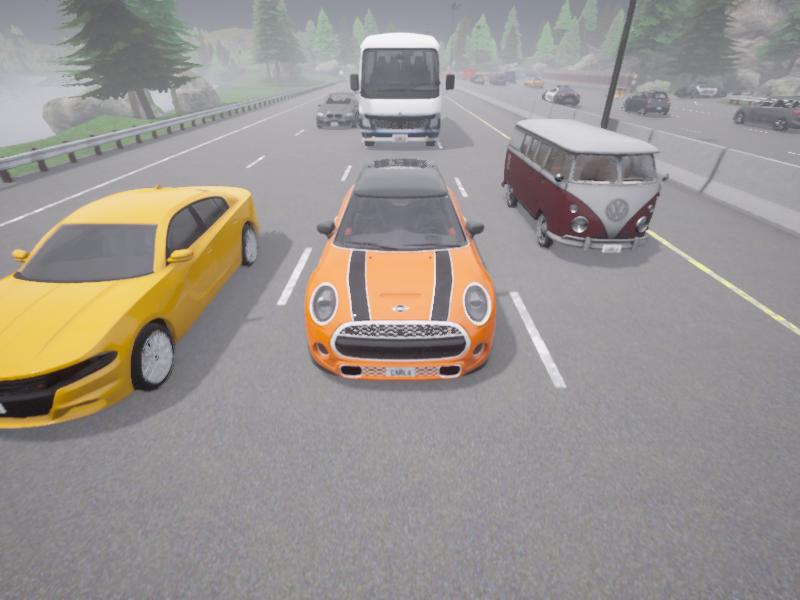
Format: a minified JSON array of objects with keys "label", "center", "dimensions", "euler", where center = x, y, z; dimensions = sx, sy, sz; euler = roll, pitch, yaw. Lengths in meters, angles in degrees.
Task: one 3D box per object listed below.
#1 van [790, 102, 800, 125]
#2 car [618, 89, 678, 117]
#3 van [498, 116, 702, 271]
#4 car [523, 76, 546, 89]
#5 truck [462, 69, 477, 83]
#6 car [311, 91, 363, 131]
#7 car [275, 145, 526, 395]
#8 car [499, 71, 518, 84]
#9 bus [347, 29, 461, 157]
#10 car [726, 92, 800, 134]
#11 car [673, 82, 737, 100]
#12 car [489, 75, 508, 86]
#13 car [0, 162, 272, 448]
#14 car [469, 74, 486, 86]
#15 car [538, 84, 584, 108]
[{"label":"van","center":[24.510,-10.348,21.636],"dimensions":[2.069,2.038,4.480],"euler":[0,30,0]},{"label":"car","center":[17.506,-14.072,28.492],"dimensions":[1.845,1.501,3.633],"euler":[0,30,0]},{"label":"van","center":[3.506,-2.470,8.238],"dimensions":[1.775,1.987,4.442],"euler":[0,30,0]},{"label":"car","center":[20.911,-33.975,62.445],"dimensions":[1.801,1.575,5.366],"euler":[0,30,0]},{"label":"truck","center":[14.077,-45.642,81.432],"dimensions":[2.627,2.467,5.204],"euler":[3,31,6]},{"label":"car","center":[-3.492,-10.984,23.070],"dimensions":[2.242,1.667,4.611],"euler":[0,31,0]},{"label":"car","center":[0.005,-0.908,5.760],"dimensions":[2.097,1.767,4.553],"euler":[0,30,0]},{"label":"car","center":[20.875,-42.898,77.181],"dimensions":[2.150,2.045,5.566],"euler":[1,30,1]},{"label":"bus","center":[0.129,-10.284,19.305],"dimensions":[3.944,4.253,10.273],"euler":[0,32,0]},{"label":"car","center":[21.009,-10.353,22.008],"dimensions":[2.242,1.667,4.611],"euler":[0,30,0]},{"label":"car","center":[32.039,-22.066,42.137],"dimensions":[4.974,1.542,2.038],"euler":[-3,31,-5]},{"label":"car","center":[17.383,-39.010,71.043],"dimensions":[2.242,1.667,4.611],"euler":[0,30,0]},{"label":"car","center":[-3.494,-0.571,5.437],"dimensions":[1.882,1.535,5.008],"euler":[0,30,0]},{"label":"car","center":[13.881,-39.606,71.950],"dimensions":[2.033,1.649,4.856],"euler":[0,30,0]},{"label":"car","center":[13.993,-17.944,35.102],"dimensions":[2.038,1.542,4.974],"euler":[0,31,0]}]
